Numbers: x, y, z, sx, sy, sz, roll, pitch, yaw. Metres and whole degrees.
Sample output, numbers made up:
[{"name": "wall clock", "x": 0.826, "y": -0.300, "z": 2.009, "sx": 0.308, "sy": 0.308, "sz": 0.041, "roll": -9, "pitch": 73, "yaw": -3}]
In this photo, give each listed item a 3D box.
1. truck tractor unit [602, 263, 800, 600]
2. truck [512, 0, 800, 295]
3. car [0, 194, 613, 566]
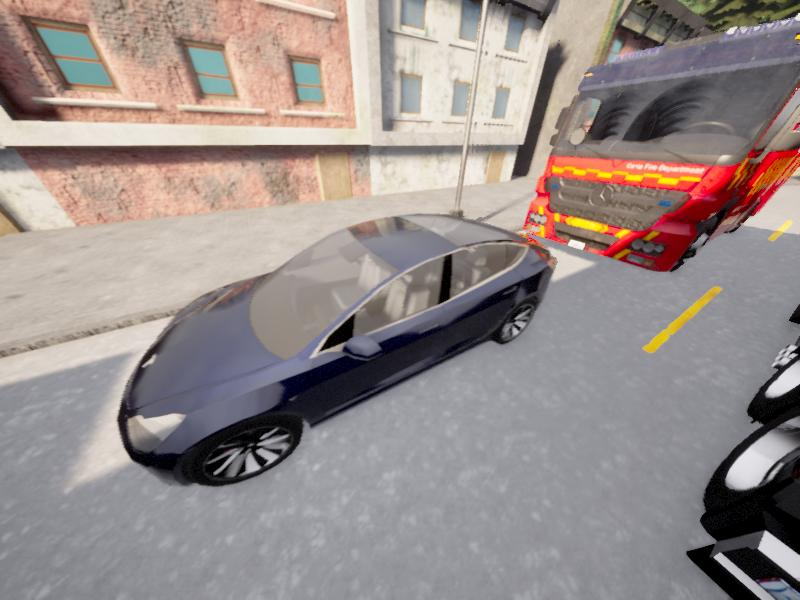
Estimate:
[{"name": "truck tractor unit", "x": 5.108, "y": -0.303, "z": 0.784, "sx": 6.516, "sy": 4.208, "sz": 3.053, "roll": -18, "pitch": 39, "yaw": -24}, {"name": "truck", "x": 7.412, "y": -3.589, "z": 5.877, "sx": 8.468, "sy": 3.827, "sz": 2.891, "roll": -18, "pitch": 39, "yaw": -25}, {"name": "car", "x": -0.191, "y": -0.089, "z": 2.834, "sx": 4.792, "sy": 1.488, "sz": 2.163, "roll": -18, "pitch": 39, "yaw": -24}]
